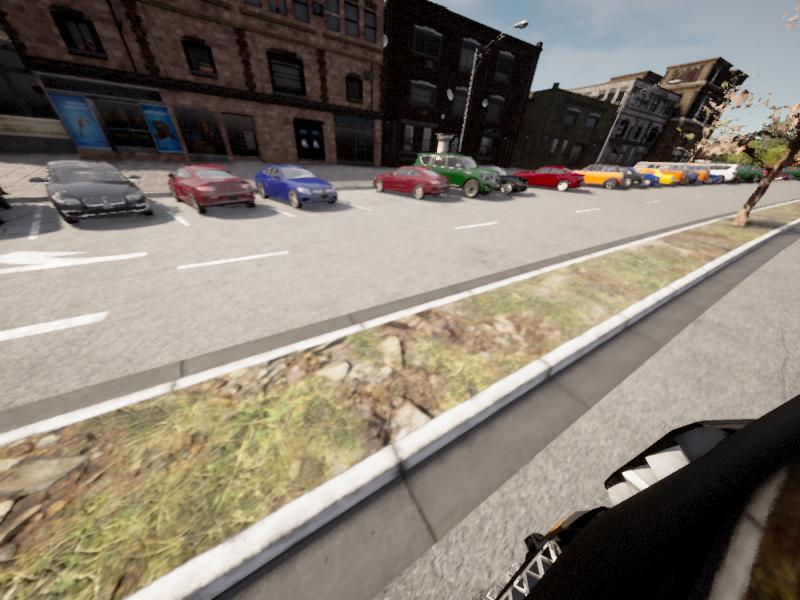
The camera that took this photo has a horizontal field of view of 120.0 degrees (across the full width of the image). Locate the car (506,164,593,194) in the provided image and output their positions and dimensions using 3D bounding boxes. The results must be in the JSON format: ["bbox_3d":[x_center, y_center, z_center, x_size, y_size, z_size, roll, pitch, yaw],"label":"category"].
[{"bbox_3d":[11.225,-9.404,17.684,5.008,1.535,2.097,27,41,34],"label":"car"}]

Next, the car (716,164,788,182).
[{"bbox_3d":[54.534,-19.844,36.082,5.566,2.045,2.435,29,41,35],"label":"car"}]

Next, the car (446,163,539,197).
[{"bbox_3d":[5.879,-8.035,15.233,5.008,1.535,2.097,27,40,33],"label":"car"}]

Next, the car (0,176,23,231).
[{"bbox_3d":[-12.452,-3.086,6.020,4.442,1.987,1.878,25,39,31],"label":"car"}]

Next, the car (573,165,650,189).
[{"bbox_3d":[19.308,-11.396,21.277,4.892,1.521,2.231,28,41,35],"label":"car"}]

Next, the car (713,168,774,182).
[{"bbox_3d":[51.814,-18.977,35.089,4.792,1.488,2.163,29,41,35],"label":"car"}]

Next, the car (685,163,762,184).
[{"bbox_3d":[43.653,-17.343,31.535,5.566,2.045,2.435,29,41,35],"label":"car"}]

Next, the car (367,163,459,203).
[{"bbox_3d":[0.568,-6.584,12.730,4.674,1.452,2.002,26,40,33],"label":"car"}]

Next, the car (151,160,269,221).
[{"bbox_3d":[-7.330,-4.400,8.860,4.674,1.452,2.002,26,40,32],"label":"car"}]

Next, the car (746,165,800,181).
[{"bbox_3d":[68.084,-23.004,41.796,5.566,2.045,2.435,29,42,36],"label":"car"}]

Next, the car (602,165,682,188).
[{"bbox_3d":[24.572,-12.769,23.726,5.366,1.575,1.946,28,41,35],"label":"car"}]

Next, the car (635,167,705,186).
[{"bbox_3d":[30.104,-13.955,25.965,4.792,1.488,2.163,29,41,35],"label":"car"}]

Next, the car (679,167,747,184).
[{"bbox_3d":[40.962,-16.495,30.517,5.008,1.535,2.097,29,41,35],"label":"car"}]

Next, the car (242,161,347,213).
[{"bbox_3d":[-4.706,-5.141,10.170,4.674,1.452,2.002,26,39,32],"label":"car"}]

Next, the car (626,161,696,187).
[{"bbox_3d":[27.512,-13.480,24.596,4.442,1.987,1.878,29,41,35],"label":"car"}]

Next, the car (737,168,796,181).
[{"bbox_3d":[62.646,-21.522,39.648,5.008,1.535,2.097,29,41,35],"label":"car"}]

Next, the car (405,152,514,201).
[{"bbox_3d":[3.254,-7.534,13.829,5.566,2.045,2.435,27,40,33],"label":"car"}]

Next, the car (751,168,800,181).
[{"bbox_3d":[70.696,-23.499,43.158,5.366,1.575,1.946,29,42,35],"label":"car"}]

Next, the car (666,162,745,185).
[{"bbox_3d":[38.241,-16.084,29.249,5.566,2.045,2.435,29,41,35],"label":"car"}]

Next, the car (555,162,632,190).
[{"bbox_3d":[16.619,-10.840,20.013,4.553,1.767,2.185,28,41,34],"label":"car"}]

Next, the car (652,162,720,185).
[{"bbox_3d":[32.934,-14.748,26.897,4.442,1.987,1.878,29,41,35],"label":"car"}]

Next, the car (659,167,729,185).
[{"bbox_3d":[35.548,-15.235,28.230,5.008,1.535,2.097,29,41,35],"label":"car"}]

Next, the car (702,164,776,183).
[{"bbox_3d":[49.116,-18.585,33.796,5.566,2.045,2.435,29,41,35],"label":"car"}]

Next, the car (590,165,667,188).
[{"bbox_3d":[22.002,-12.058,22.468,5.008,1.535,2.097,28,40,35],"label":"car"}]

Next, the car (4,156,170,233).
[{"bbox_3d":[-9.948,-3.693,7.534,4.892,1.521,2.231,25,39,32],"label":"car"}]

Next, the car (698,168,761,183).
[{"bbox_3d":[46.399,-17.717,32.801,4.792,1.488,2.163,29,41,35],"label":"car"}]
